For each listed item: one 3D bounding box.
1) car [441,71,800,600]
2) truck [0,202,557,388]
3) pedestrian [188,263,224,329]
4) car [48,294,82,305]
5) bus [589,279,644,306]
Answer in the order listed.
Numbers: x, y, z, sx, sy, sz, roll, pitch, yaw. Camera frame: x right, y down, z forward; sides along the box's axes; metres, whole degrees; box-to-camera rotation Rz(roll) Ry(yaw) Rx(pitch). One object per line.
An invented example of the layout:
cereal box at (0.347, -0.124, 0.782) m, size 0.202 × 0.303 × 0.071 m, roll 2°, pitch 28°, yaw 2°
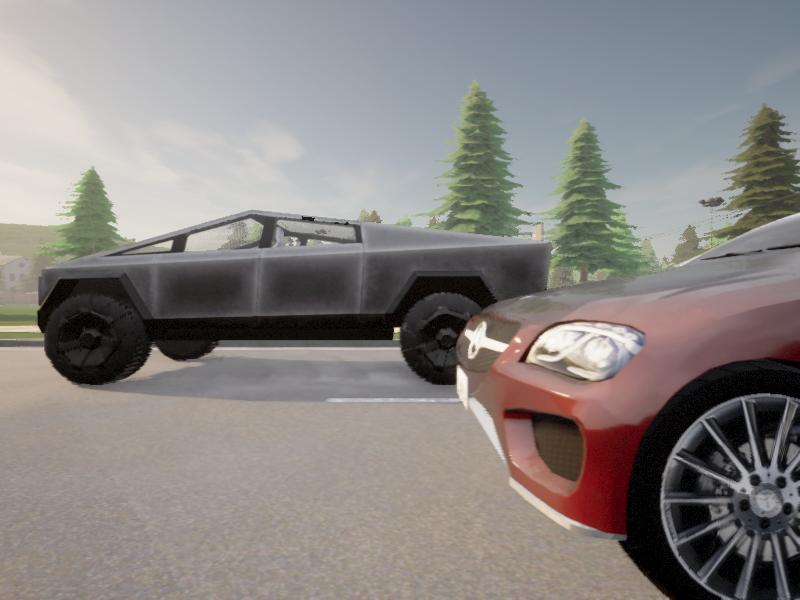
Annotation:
car at (2.848, 0.181, 2.199) m, size 5.027 × 1.651 × 2.152 m, roll 0°, pitch 0°, yaw 0°
truck at (-1.370, -0.058, 5.700) m, size 6.274 × 2.098 × 2.390 m, roll 0°, pitch 0°, yaw 0°
pedestrian at (-5.631, -0.116, 11.636) m, size 0.751 × 1.860 × 0.751 m, roll 0°, pitch 0°, yaw -8°
car at (-67.265, -0.046, 80.549) m, size 2.150 × 2.045 × 5.566 m, roll 0°, pitch 0°, yaw 0°
bus at (36.826, -1.130, 68.670) m, size 3.944 × 4.253 × 10.273 m, roll 0°, pitch 0°, yaw 1°
